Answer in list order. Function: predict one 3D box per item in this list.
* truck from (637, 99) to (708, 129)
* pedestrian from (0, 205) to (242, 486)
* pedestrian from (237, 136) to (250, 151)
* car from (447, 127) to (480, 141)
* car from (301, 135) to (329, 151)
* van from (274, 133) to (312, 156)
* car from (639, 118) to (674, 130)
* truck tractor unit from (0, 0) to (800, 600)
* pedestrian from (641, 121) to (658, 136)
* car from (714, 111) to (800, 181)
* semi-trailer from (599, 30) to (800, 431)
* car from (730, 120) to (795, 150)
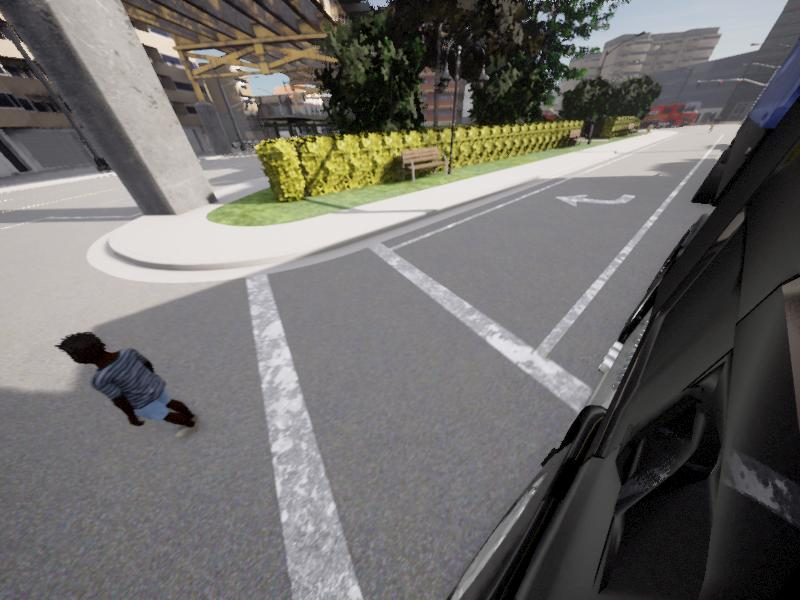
[{"bbox_3d":[49.206,-33.829,42.274,2.891,3.827,8.468,1,37,5],"label":"truck"},{"bbox_3d":[-2.044,0.439,1.631,0.751,1.860,0.751,-12,38,-12],"label":"pedestrian"},{"bbox_3d":[-23.544,-23.568,34.814,0.751,1.860,0.751,17,41,24],"label":"pedestrian"},{"bbox_3d":[10.578,-28.080,38.994,5.027,1.651,2.152,1,37,5],"label":"car"},{"bbox_3d":[-12.471,-23.311,34.242,1.801,1.575,5.366,1,37,5],"label":"car"},{"bbox_3d":[-13.031,-19.221,28.450,2.069,2.038,4.480,1,37,5],"label":"van"},{"bbox_3d":[45.576,-31.341,41.132,1.970,1.475,3.806,1,37,5],"label":"car"},{"bbox_3d":[2.645,-0.295,0.351,6.516,4.208,3.053,-28,44,-30],"label":"truck tractor unit"},{"bbox_3d":[28.864,-19.800,26.704,0.751,1.300,0.751,-26,43,-28],"label":"pedestrian"},{"bbox_3d":[16.095,-6.799,9.959,5.566,2.045,2.150,-28,44,-31],"label":"car"},{"bbox_3d":[8.631,-3.661,4.277,14.254,4.402,2.717,-29,44,-30],"label":"semi-trailer"},{"bbox_3d":[25.186,-11.593,16.193,4.674,1.442,1.812,-29,44,-30],"label":"car"}]
